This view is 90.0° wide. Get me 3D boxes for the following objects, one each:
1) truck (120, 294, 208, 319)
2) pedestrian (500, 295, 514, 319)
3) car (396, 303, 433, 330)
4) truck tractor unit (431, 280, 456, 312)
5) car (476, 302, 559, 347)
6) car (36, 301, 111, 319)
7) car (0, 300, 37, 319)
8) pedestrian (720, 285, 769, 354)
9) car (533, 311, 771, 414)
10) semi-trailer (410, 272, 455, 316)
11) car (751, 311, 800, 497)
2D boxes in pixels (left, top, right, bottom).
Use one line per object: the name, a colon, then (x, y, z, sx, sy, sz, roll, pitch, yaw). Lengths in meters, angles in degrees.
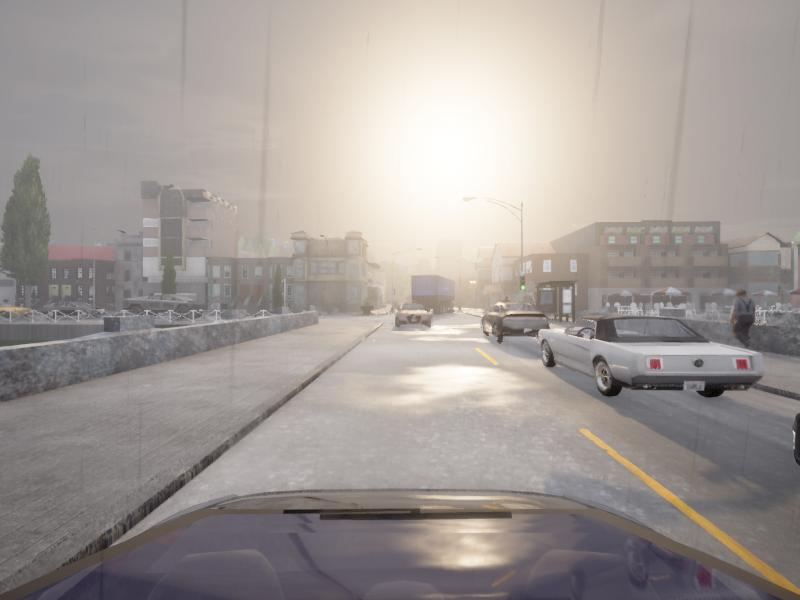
truck: (-20.415, 0.542, 34.832, 6.274, 2.098, 2.390, 0, 0, 2)
pedestrian: (8.310, 0.533, 31.054, 0.751, 1.860, 0.751, 0, 0, 42)
car: (0.793, 0.907, 23.727, 1.994, 1.385, 4.181, 0, 0, 1)
truck tractor unit: (5.889, -0.519, 55.122, 3.053, 4.208, 6.516, 0, 0, 2)
car: (4.499, 0.837, 16.175, 2.128, 1.511, 4.902, 0, 0, 3)
car: (-28.550, 0.836, 35.105, 4.902, 1.511, 2.128, 0, 0, 2)
car: (-35.539, 0.801, 35.340, 5.366, 1.575, 1.801, 0, 0, 2)
pedestrian: (9.671, 0.533, 11.258, 0.751, 1.860, 0.751, 0, 0, 2)
car: (4.303, 0.944, 7.966, 1.895, 1.301, 4.718, 0, 0, 2)
semi-trailer: (4.248, -0.621, 47.417, 2.717, 4.402, 14.254, 0, 0, 15)
car: (4.079, 0.844, 1.222, 1.837, 1.490, 4.892, 0, 0, 2)
